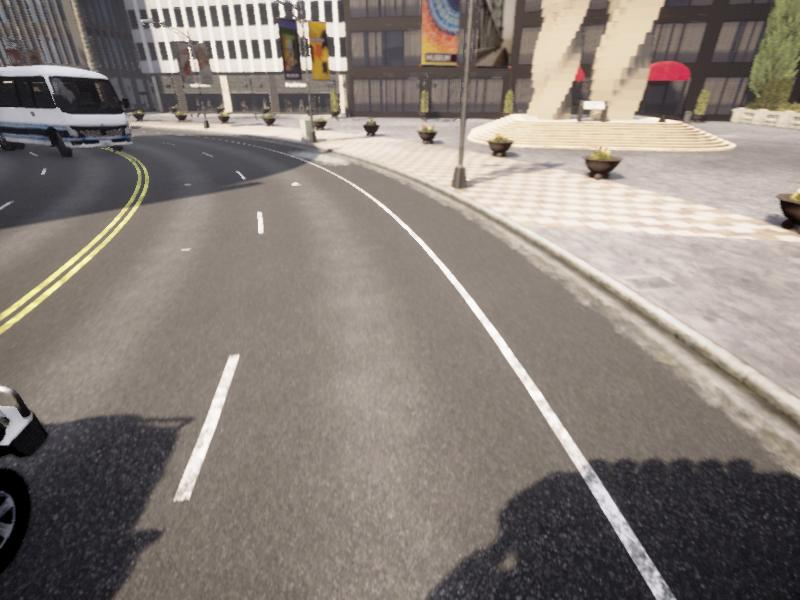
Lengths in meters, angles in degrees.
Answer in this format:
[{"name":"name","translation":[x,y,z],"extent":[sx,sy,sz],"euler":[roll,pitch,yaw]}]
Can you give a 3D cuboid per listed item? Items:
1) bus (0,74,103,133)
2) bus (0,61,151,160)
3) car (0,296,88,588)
[{"name":"bus","translation":[-32.755,-17.079,34.895],"extent":[10.273,4.253,3.944],"euler":[4,27,8]},{"name":"bus","translation":[-19.765,-10.609,22.423],"extent":[10.273,4.253,3.944],"euler":[13,28,23]},{"name":"car","translation":[-3.602,1.785,1.071],"extent":[1.932,1.855,4.605],"euler":[-1,27,-4]}]
